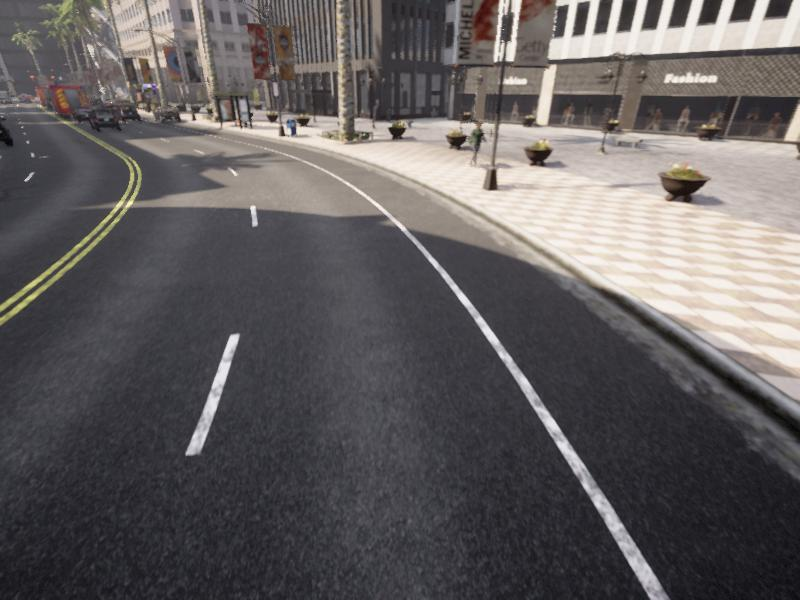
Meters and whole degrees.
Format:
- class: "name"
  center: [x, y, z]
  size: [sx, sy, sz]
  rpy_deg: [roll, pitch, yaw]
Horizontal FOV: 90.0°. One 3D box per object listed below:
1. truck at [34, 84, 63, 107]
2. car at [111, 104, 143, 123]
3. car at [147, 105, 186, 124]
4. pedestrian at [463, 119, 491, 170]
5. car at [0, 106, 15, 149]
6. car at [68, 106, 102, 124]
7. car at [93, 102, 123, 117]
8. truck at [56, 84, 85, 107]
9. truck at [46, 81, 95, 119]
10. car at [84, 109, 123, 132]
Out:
- class: "truck"
  center: [-68.357, -39.782, 77.742]
  size: [2.891, 3.827, 8.468]
  rpy_deg: [-21, 34, -35]
- class: "car"
  center: [-28.867, -19.742, 42.274]
  size: [1.851, 1.617, 3.988]
  rpy_deg: [-21, 35, -36]
- class: "car"
  center: [-24.644, -19.609, 42.162]
  size: [2.231, 1.521, 4.892]
  rpy_deg: [-21, 35, -36]
- class: "pedestrian"
  center: [3.140, -6.382, 16.453]
  size: [0.751, 1.860, 0.751]
  rpy_deg: [-6, 28, -12]
- class: "car"
  center: [-24.603, -10.238, 23.599]
  size: [2.150, 2.045, 5.566]
  rpy_deg: [-21, 35, -36]
- class: "car"
  center: [-32.592, -19.178, 41.387]
  size: [1.994, 1.385, 4.181]
  rpy_deg: [-22, 35, -36]
- class: "car"
  center: [-36.970, -24.071, 50.562]
  size: [2.128, 1.511, 4.902]
  rpy_deg: [-21, 35, -36]
- class: "truck"
  center: [-65.709, -40.821, 79.781]
  size: [2.891, 3.827, 8.468]
  rpy_deg: [-21, 34, -35]
- class: "truck"
  center: [-39.741, -24.135, 48.139]
  size: [2.891, 3.827, 8.468]
  rpy_deg: [-22, 35, -36]
- class: "car"
  center: [-24.588, -14.929, 33.151]
  size: [1.789, 1.549, 3.705]
  rpy_deg: [-21, 35, -36]
